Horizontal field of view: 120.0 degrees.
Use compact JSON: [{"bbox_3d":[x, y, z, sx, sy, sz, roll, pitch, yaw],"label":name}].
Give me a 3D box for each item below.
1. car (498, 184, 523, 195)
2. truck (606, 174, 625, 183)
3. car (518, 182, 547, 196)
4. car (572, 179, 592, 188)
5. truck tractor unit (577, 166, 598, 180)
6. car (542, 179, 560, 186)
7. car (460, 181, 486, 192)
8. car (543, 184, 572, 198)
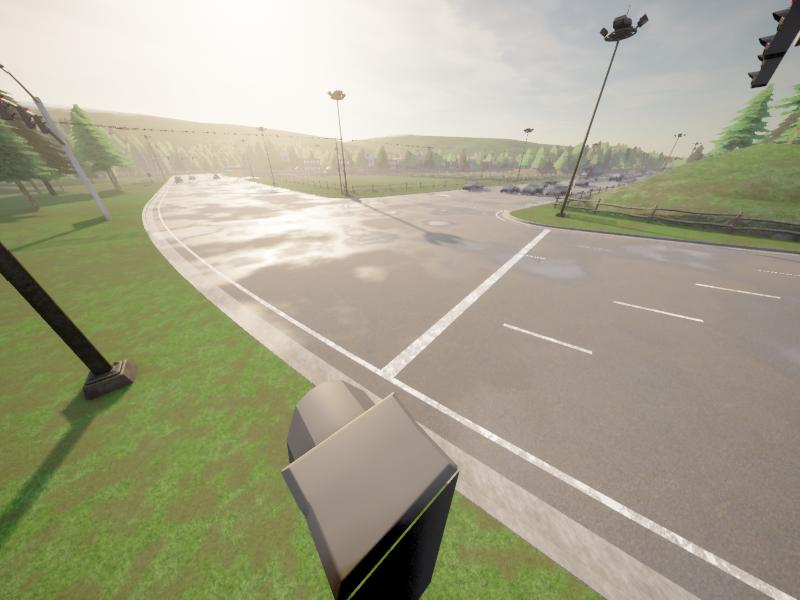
[{"bbox_3d":[18.942,-19.040,39.618,4.181,1.385,1.994,-23,37,-34],"label":"car"},{"bbox_3d":[63.430,-35.756,67.837,6.274,2.098,2.390,-23,37,-34],"label":"truck"},{"bbox_3d":[21.501,-18.015,37.413,4.553,1.767,2.097,-23,37,-34],"label":"car"},{"bbox_3d":[40.290,-25.796,51.147,5.008,1.535,1.882,-23,37,-34],"label":"car"},{"bbox_3d":[65.523,-44.410,80.695,6.516,4.208,3.053,-23,37,-34],"label":"truck tractor unit"},{"bbox_3d":[37.092,-28.917,56.796,4.718,1.301,1.895,-23,37,-34],"label":"car"},{"bbox_3d":[13.800,-21.571,43.725,5.238,1.638,1.930,-23,37,-34],"label":"car"},{"bbox_3d":[24.333,-16.804,35.583,4.514,1.525,2.007,-23,37,-34],"label":"car"}]
